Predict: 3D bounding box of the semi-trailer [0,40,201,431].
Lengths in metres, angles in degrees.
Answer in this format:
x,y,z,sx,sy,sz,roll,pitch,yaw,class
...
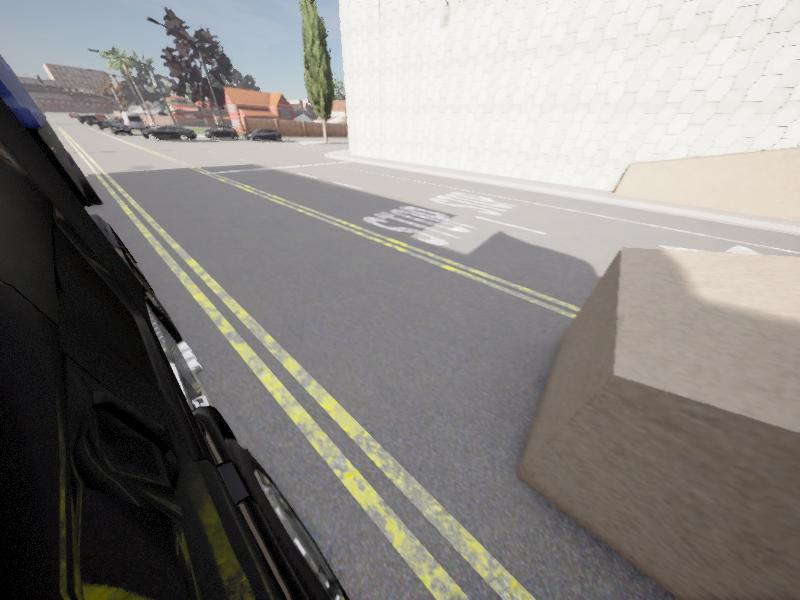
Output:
x,y,z,sx,sy,sz,roll,pitch,yaw,class
-8.705,-3.592,4.233,14.254,4.402,2.717,28,43,30,semi-trailer

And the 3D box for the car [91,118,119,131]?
x,y,z,sx,sy,sz,roll,pitch,yaw,class
-50.376,-29.952,39.452,4.902,1.511,2.128,28,43,30,car

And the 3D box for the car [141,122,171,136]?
x,y,z,sx,sy,sz,roll,pitch,yaw,class
-35.226,-24.667,33.356,3.806,1.475,1.970,27,43,29,car

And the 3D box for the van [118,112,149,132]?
x,y,z,sx,sy,sz,roll,pitch,yaw,class
-46.615,-31.095,40.370,5.915,2.561,1.988,27,43,31,van

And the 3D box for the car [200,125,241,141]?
x,y,z,sx,sy,sz,roll,pitch,yaw,class
-23.643,-22.064,30.548,3.705,1.549,1.789,-29,47,-35,car

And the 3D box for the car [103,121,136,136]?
x,y,z,sx,sy,sz,roll,pitch,yaw,class
-38.934,-23.783,31.988,5.357,1.411,2.033,29,44,30,car

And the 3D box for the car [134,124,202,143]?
x,y,z,sx,sy,sz,roll,pitch,yaw,class
-25.950,-18.851,26.117,4.892,1.490,1.837,-10,39,-17,car

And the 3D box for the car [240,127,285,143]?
x,y,z,sx,sy,sz,roll,pitch,yaw,class
-18.380,-22.222,31.130,2.007,1.525,4.514,28,43,30,car

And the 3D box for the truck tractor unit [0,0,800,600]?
x,y,z,sx,sy,sz,roll,pitch,yaw,class
-2.645,-0.295,0.351,6.516,4.208,3.053,28,44,30,truck tractor unit

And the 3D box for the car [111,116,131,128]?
x,y,z,sx,sy,sz,roll,pitch,yaw,class
-59.611,-37.937,49.279,4.605,1.855,1.932,31,45,34,car
